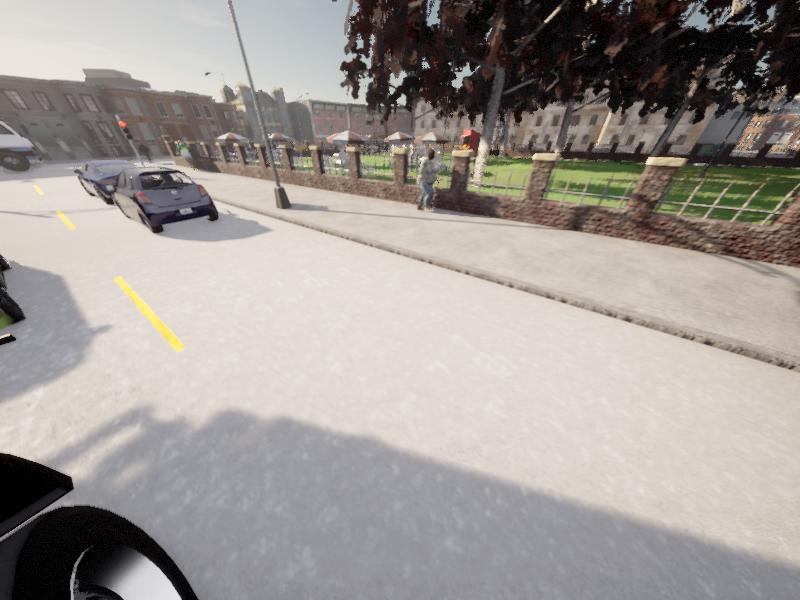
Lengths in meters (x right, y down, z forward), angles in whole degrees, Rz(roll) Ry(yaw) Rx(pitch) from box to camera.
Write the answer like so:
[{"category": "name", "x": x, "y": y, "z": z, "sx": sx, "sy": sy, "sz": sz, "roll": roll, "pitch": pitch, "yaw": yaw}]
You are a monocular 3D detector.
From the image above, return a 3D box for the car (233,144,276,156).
[{"category": "car", "x": -20.854, "y": -21.672, "z": 33.356, "sx": 1.895, "sy": 1.301, "sz": 4.718, "roll": 22, "pitch": 41, "yaw": 28}]

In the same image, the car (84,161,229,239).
[{"category": "car", "x": -7.491, "y": -3.274, "z": 7.164, "sx": 3.633, "sy": 1.501, "sz": 1.845, "roll": 22, "pitch": 40, "yaw": 27}]

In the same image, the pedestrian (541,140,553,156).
[{"category": "pedestrian", "x": 20.700, "y": -21.334, "z": 32.514, "sx": 0.751, "sy": 1.860, "sz": 0.751, "roll": 30, "pitch": 45, "yaw": 35}]

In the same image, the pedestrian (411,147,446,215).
[{"category": "pedestrian", "x": 0.900, "y": -3.884, "z": 7.591, "sx": 0.751, "sy": 1.860, "sz": 0.751, "roll": 22, "pitch": 41, "yaw": 28}]

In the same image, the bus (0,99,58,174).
[{"category": "bus", "x": -31.452, "y": -10.173, "z": 14.388, "sx": 3.944, "sy": 4.253, "sz": 10.273, "roll": 22, "pitch": 40, "yaw": 28}]

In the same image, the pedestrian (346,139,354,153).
[{"category": "pedestrian", "x": -7.958, "y": -24.430, "z": 36.667, "sx": 0.751, "sy": 1.860, "sz": 0.751, "roll": 12, "pitch": 37, "yaw": 16}]

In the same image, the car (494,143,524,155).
[{"category": "car", "x": 17.824, "y": -24.736, "z": 37.871, "sx": 3.806, "sy": 1.475, "sz": 1.970, "roll": 22, "pitch": 40, "yaw": 27}]

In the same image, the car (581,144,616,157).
[{"category": "car", "x": 29.984, "y": -22.698, "z": 35.033, "sx": 3.633, "sy": 1.501, "sz": 1.845, "roll": 22, "pitch": 40, "yaw": 28}]

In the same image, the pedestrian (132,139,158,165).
[{"category": "pedestrian", "x": -22.662, "y": -13.172, "z": 20.555, "sx": 0.751, "sy": 1.860, "sz": 0.751, "roll": 23, "pitch": 41, "yaw": 28}]

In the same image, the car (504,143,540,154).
[{"category": "car", "x": 21.107, "y": -26.246, "z": 40.011, "sx": 4.902, "sy": 1.511, "sz": 2.128, "roll": 22, "pitch": 40, "yaw": 27}]

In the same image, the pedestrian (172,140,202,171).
[{"category": "pedestrian", "x": -15.512, "y": -10.520, "z": 16.853, "sx": 0.751, "sy": 1.860, "sz": 0.751, "roll": 23, "pitch": 41, "yaw": 29}]

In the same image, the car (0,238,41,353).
[{"category": "car", "x": -7.293, "y": -0.375, "z": 3.056, "sx": 4.514, "sy": 1.525, "sz": 2.007, "roll": 22, "pitch": 41, "yaw": 28}]

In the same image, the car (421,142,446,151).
[{"category": "car", "x": 6.868, "y": -31.901, "z": 47.901, "sx": 4.514, "sy": 1.525, "sz": 2.007, "roll": 21, "pitch": 40, "yaw": 27}]

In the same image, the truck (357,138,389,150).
[{"category": "truck", "x": -5.689, "y": -33.189, "z": 49.129, "sx": 6.274, "sy": 2.098, "sz": 2.390, "roll": -11, "pitch": 36, "yaw": -15}]

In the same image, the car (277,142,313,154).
[{"category": "car", "x": -17.059, "y": -24.945, "z": 37.821, "sx": 1.882, "sy": 1.535, "sz": 5.008, "roll": 22, "pitch": 41, "yaw": 28}]

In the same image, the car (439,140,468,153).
[{"category": "car", "x": 9.696, "y": -28.225, "z": 42.404, "sx": 4.605, "sy": 1.855, "sz": 1.932, "roll": 22, "pitch": 41, "yaw": 28}]

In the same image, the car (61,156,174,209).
[{"category": "car", "x": -12.120, "y": -5.181, "z": 9.906, "sx": 4.674, "sy": 1.442, "sz": 1.812, "roll": 21, "pitch": 40, "yaw": 27}]
